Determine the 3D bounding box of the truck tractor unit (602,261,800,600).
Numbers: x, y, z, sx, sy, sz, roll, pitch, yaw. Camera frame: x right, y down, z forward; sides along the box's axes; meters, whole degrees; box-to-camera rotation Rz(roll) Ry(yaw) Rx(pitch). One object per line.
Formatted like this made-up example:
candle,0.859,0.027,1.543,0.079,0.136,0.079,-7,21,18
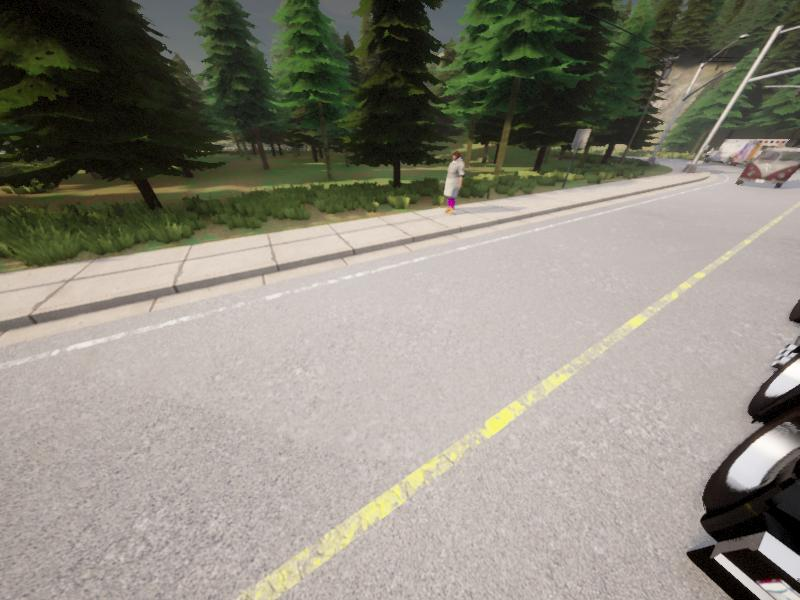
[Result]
truck tractor unit,5.102,-0.310,0.783,6.516,4.208,3.053,-19,39,-24

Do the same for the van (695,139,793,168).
van,37.398,-16.330,25.593,2.351,2.431,6.366,9,36,13

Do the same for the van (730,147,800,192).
van,22.176,-7.874,13.731,4.442,1.987,1.775,-21,40,-27

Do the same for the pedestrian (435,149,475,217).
pedestrian,1.724,-3.776,7.500,0.751,1.860,0.751,-13,37,-18
